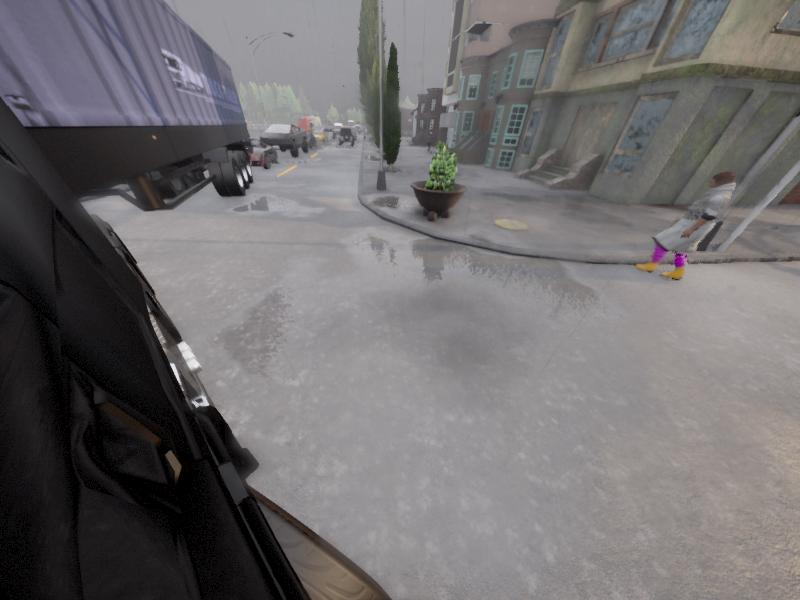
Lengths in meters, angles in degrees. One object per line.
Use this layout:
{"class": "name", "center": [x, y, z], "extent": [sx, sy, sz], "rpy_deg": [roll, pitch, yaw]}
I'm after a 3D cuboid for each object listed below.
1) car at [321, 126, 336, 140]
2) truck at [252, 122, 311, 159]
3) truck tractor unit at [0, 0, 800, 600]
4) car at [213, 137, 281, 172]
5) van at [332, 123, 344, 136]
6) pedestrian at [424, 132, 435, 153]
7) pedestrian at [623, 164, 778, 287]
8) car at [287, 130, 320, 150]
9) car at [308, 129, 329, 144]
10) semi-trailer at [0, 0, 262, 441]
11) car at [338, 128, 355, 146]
{"class": "car", "center": [-12.895, -30.233, 41.822], "extent": [1.932, 1.855, 4.605], "rpy_deg": [-2, 37, -7]}
{"class": "truck", "center": [-9.392, -13.282, 19.118], "extent": [2.390, 2.098, 6.274], "rpy_deg": [-2, 37, -7]}
{"class": "truck tractor unit", "center": [-2.645, -0.295, 0.351], "extent": [6.516, 4.208, 3.053], "rpy_deg": [28, 44, 30]}
{"class": "car", "center": [-8.681, -8.666, 13.605], "extent": [1.994, 1.385, 4.181], "rpy_deg": [-5, 37, -11]}
{"class": "van", "center": [-15.365, -42.583, 57.648], "extent": [1.988, 2.561, 5.915], "rpy_deg": [-2, 37, -7]}
{"class": "pedestrian", "center": [3.114, -16.818, 24.679], "extent": [0.751, 1.860, 0.751], "rpy_deg": [-5, 37, -10]}
{"class": "pedestrian", "center": [5.173, -1.299, 4.137], "extent": [0.751, 1.860, 0.751], "rpy_deg": [-19, 42, -26]}
{"class": "car", "center": [-10.295, -17.387, 25.057], "extent": [2.128, 1.511, 4.902], "rpy_deg": [-2, 37, -7]}
{"class": "car", "center": [-11.496, -23.275, 32.826], "extent": [1.801, 1.575, 5.366], "rpy_deg": [-2, 37, -7]}
{"class": "semi-trailer", "center": [-6.238, -4.574, 5.690], "extent": [2.717, 4.402, 14.254], "rpy_deg": [-11, 39, -18]}
{"class": "car", "center": [-7.265, -22.309, 31.543], "extent": [1.905, 1.878, 3.866], "rpy_deg": [-2, 37, -7]}
